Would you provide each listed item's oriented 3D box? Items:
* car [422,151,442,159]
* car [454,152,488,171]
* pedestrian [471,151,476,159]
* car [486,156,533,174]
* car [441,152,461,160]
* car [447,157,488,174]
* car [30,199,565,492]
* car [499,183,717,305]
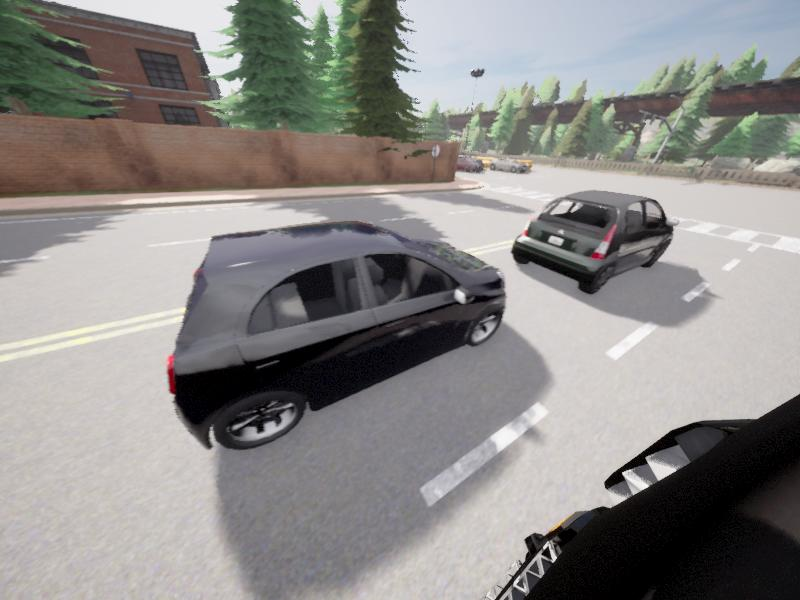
[{"bbox_3d":[7.634,-35.241,56.082,2.038,1.542,4.974,-16,38,-26],"label":"car"},{"bbox_3d":[9.198,-18.205,30.285,1.905,1.878,3.866,-16,38,-26],"label":"car"},{"bbox_3d":[19.376,-38.243,60.860,0.751,1.860,0.751,-18,39,-29],"label":"pedestrian"},{"bbox_3d":[13.834,-17.342,29.581,2.152,1.651,5.027,-16,38,-26],"label":"car"},{"bbox_3d":[12.147,-34.599,55.490,1.837,1.490,4.892,-16,38,-26],"label":"car"},{"bbox_3d":[7.661,-15.617,26.753,1.994,1.385,4.181,-16,38,-26],"label":"car"},{"bbox_3d":[-0.308,-0.120,2.729,3.633,1.501,1.845,-16,38,-26],"label":"car"},{"bbox_3d":[4.534,-1.536,5.151,3.988,1.617,1.851,-16,38,-26],"label":"car"}]
